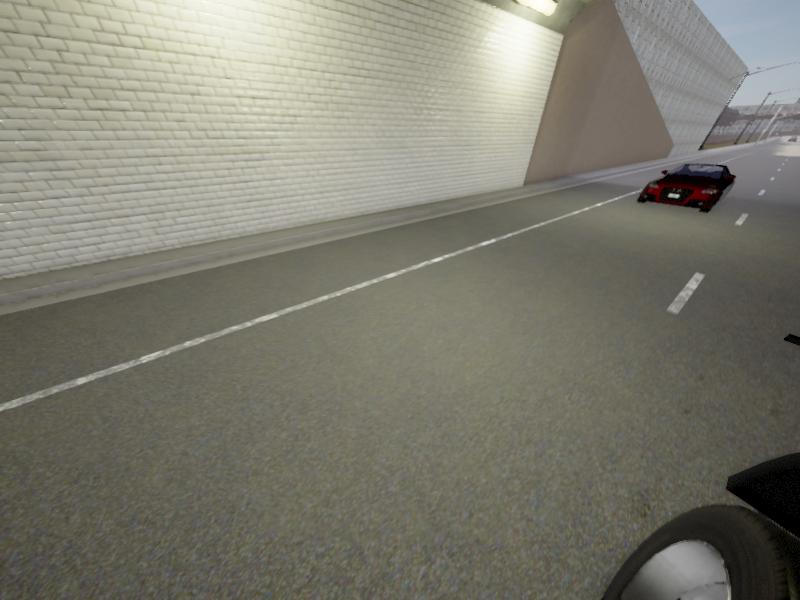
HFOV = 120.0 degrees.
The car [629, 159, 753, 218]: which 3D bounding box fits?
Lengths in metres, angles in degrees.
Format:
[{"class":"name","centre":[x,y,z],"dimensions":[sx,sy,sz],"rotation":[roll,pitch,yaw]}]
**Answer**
[{"class":"car","centre":[11.273,-4.482,8.955],"dimensions":[4.181,1.385,1.994],"rotation":[-22,41,-28]}]
